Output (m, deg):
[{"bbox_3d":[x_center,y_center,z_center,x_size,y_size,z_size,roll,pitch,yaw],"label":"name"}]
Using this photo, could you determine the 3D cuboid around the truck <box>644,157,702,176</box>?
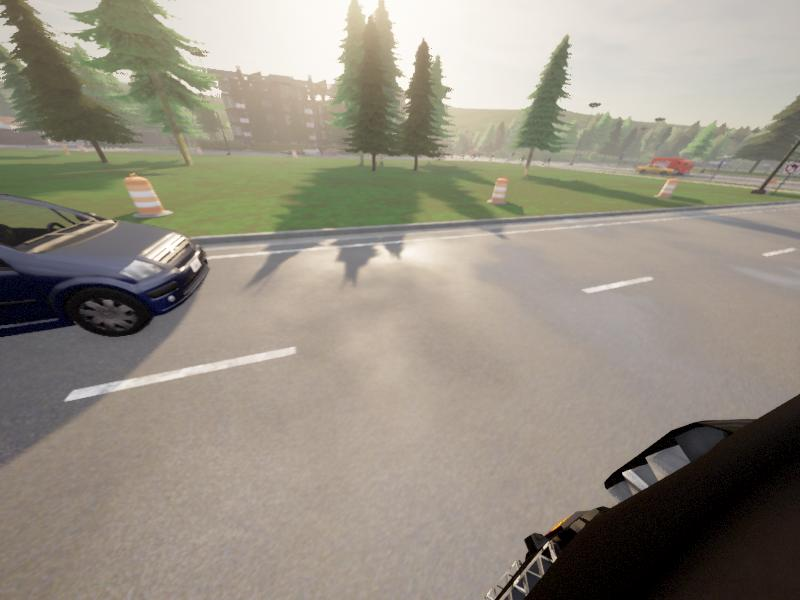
[{"bbox_3d":[45.827,-22.579,39.046,2.627,2.467,5.204,-9,35,-17],"label":"truck"}]

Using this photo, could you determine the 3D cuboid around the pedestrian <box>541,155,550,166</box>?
[{"bbox_3d":[28.349,-27.125,45.001,0.751,1.860,0.751,-5,34,-11],"label":"pedestrian"}]

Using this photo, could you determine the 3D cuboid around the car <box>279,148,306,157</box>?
[{"bbox_3d":[-21.377,-29.461,46.047,4.718,1.301,1.895,-9,35,-17],"label":"car"}]

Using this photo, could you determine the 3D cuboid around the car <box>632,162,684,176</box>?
[{"bbox_3d":[42.506,-21.679,38.266,1.801,1.575,5.366,-9,35,-17],"label":"car"}]

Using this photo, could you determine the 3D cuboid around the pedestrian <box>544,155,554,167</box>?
[{"bbox_3d":[28.573,-26.571,44.177,0.751,1.860,0.751,-5,34,-11],"label":"pedestrian"}]

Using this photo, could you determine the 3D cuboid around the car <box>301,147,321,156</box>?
[{"bbox_3d":[-19.142,-31.961,49.776,3.633,1.501,1.845,-9,35,-17],"label":"car"}]

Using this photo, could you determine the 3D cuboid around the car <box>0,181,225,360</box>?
[{"bbox_3d":[-5.032,-0.445,2.854,3.988,1.617,1.851,-9,35,-17],"label":"car"}]
